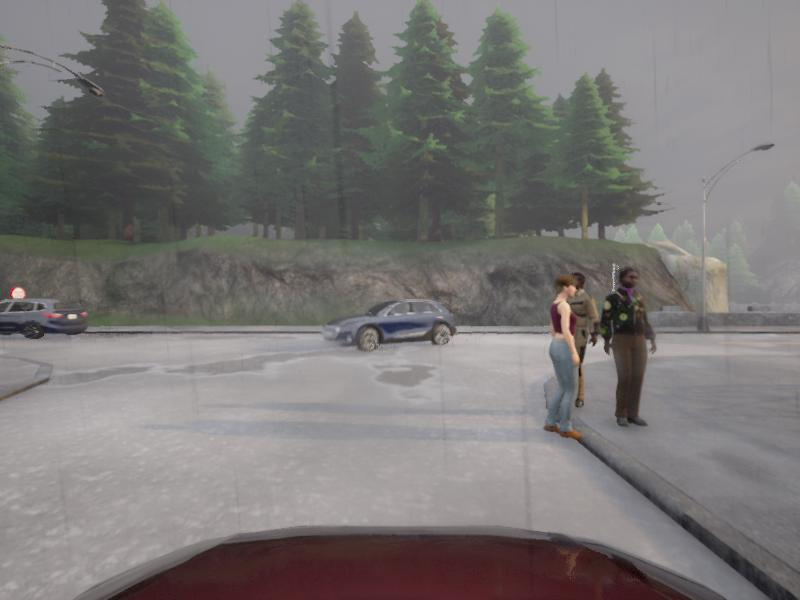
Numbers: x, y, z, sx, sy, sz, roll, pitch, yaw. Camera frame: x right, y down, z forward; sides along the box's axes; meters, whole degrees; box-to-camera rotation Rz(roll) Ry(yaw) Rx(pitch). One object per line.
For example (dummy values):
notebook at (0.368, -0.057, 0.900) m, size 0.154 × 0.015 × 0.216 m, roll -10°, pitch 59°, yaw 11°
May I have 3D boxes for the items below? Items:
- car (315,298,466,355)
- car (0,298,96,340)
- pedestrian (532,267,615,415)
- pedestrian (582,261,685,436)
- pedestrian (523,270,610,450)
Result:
car at (-0.222, 0.781, 13.783) m, size 4.856 × 1.649 × 2.033 m, roll 0°, pitch -1°, yaw -35°
car at (-16.066, 0.761, 16.988) m, size 4.611 × 1.667 × 2.242 m, roll 0°, pitch 0°, yaw 0°
pedestrian at (2.390, 0.518, 5.534) m, size 0.751 × 1.860 × 0.751 m, roll 0°, pitch 0°, yaw -32°
pedestrian at (2.669, 0.518, 4.654) m, size 0.751 × 1.860 × 0.751 m, roll 0°, pitch 0°, yaw -3°
pedestrian at (1.846, 0.619, 4.549) m, size 0.751 × 1.860 × 0.751 m, roll 0°, pitch 0°, yaw 8°
